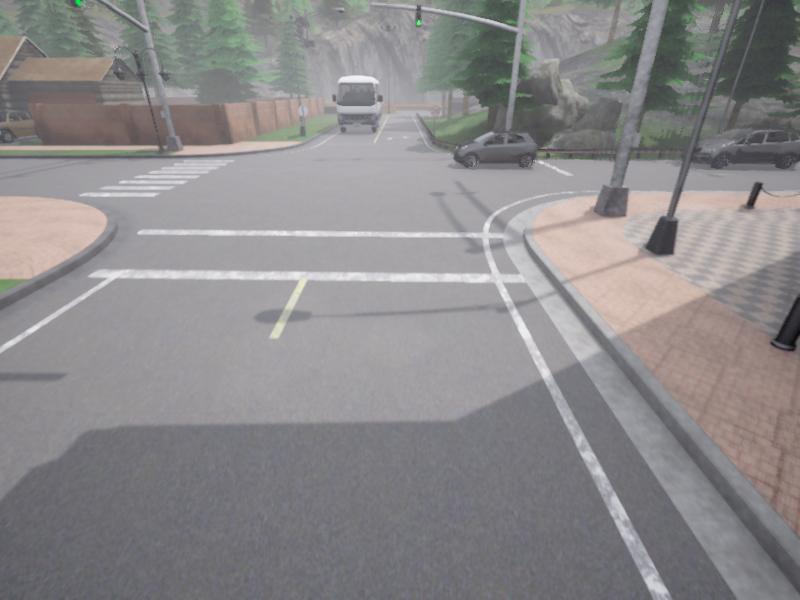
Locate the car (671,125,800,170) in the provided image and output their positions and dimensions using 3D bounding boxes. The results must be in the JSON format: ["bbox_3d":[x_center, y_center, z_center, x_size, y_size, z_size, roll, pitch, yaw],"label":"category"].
[{"bbox_3d":[15.692,-7.028,18.363,4.611,1.667,2.242,0,27,-1],"label":"car"}]

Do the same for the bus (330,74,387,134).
[{"bbox_3d":[-3.352,-17.701,36.068,3.944,4.253,10.273,0,27,0],"label":"bus"}]

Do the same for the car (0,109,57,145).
[{"bbox_3d":[-24.999,-11.156,25.629,1.932,1.855,4.605,-1,27,-1],"label":"car"}]

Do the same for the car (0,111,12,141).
[{"bbox_3d":[-27.504,-10.952,25.232,1.905,1.878,3.866,-1,27,-1],"label":"car"}]

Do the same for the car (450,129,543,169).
[{"bbox_3d":[4.275,-6.894,18.217,3.633,1.501,1.845,0,27,-2],"label":"car"}]

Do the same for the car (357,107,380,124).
[{"bbox_3d":[-3.470,-20.640,44.717,2.128,1.511,4.902,0,27,0],"label":"car"}]
